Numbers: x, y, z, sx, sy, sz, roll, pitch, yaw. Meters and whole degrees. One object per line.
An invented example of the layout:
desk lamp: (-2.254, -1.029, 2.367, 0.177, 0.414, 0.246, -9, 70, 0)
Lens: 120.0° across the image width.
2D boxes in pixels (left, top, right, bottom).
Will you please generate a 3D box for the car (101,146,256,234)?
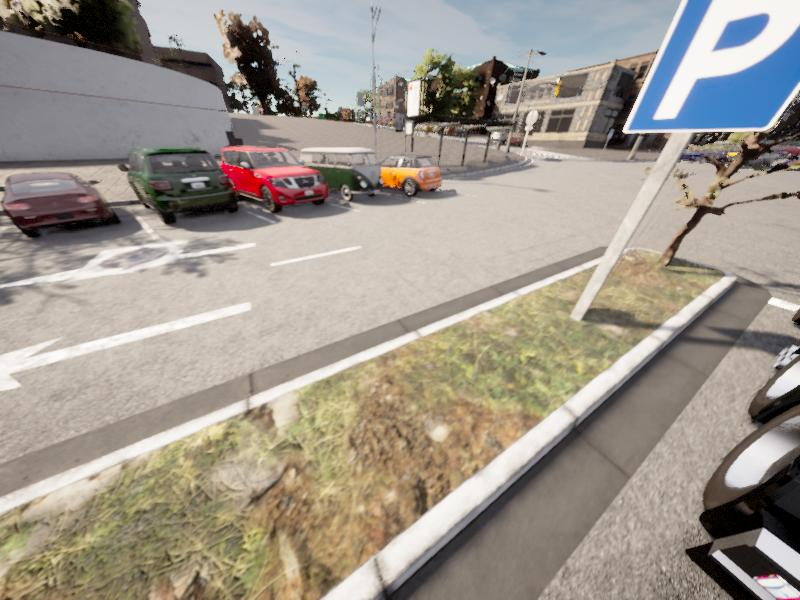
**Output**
car: (-7.997, -4.267, 8.295, 5.566, 2.045, 2.435, 25, 42, 32)

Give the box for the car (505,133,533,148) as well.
car: (17.273, -23.139, 33.520, 2.002, 1.452, 4.674, 30, 44, 28)

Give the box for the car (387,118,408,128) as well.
car: (-0.621, -43.895, 57.377, 1.946, 1.575, 5.366, 30, 44, 28)

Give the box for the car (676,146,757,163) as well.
car: (36.513, -17.061, 26.977, 1.946, 1.575, 5.366, -29, 43, -36)

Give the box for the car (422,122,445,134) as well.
car: (6.920, -35.306, 47.494, 1.946, 1.575, 5.366, 30, 44, 28)

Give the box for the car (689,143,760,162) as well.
car: (39.107, -17.960, 28.072, 2.185, 1.767, 4.553, -29, 43, -36)

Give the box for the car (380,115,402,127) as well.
car: (-2.261, -45.710, 59.056, 2.435, 2.045, 5.566, 30, 44, 27)

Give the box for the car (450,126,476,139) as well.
car: (11.284, -30.052, 41.421, 2.231, 1.521, 4.892, 31, 44, 28)

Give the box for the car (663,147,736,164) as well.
car: (33.606, -16.485, 26.210, 4.792, 1.488, 2.163, 29, 44, 36)

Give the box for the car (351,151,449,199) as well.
car: (-0.108, -6.670, 12.030, 4.553, 1.767, 2.185, 25, 42, 33)

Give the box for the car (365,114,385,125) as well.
car: (-6.882, -50.688, 65.005, 2.435, 2.045, 5.566, 26, 40, 31)

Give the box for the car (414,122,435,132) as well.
car: (5.304, -36.916, 49.388, 2.002, 1.452, 4.674, 31, 44, 28)

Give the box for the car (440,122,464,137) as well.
car: (9.744, -31.901, 43.191, 1.878, 1.987, 4.442, 31, 44, 28)

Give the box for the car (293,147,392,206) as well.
car: (-2.664, -5.889, 10.711, 4.442, 1.987, 1.878, 25, 41, 32)

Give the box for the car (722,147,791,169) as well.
car: (33.187, -13.264, 21.523, 4.902, 1.511, 2.128, -15, 37, -21)

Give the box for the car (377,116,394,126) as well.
car: (-3.827, -47.336, 61.112, 2.185, 1.767, 4.553, 29, 43, 27)

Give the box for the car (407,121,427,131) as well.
car: (3.790, -38.637, 51.368, 2.002, 1.452, 4.674, 30, 44, 28)

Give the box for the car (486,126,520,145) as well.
car: (15.812, -25.100, 35.339, 2.435, 2.045, 5.566, 31, 44, 28)

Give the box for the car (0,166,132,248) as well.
car: (-10.573, -3.162, 7.197, 4.674, 1.452, 2.002, 25, 42, 32)

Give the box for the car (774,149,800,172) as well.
car: (33.585, -11.455, 18.949, 4.193, 1.474, 1.816, -15, 38, -21)

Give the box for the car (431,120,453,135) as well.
car: (8.244, -33.626, 45.178, 1.878, 1.987, 4.442, 31, 44, 28)

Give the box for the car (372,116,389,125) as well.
car: (-5.328, -49.028, 63.119, 2.185, 1.767, 4.553, 28, 42, 28)

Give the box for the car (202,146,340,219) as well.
car: (-5.341, -5.099, 9.511, 5.566, 2.045, 2.435, 25, 41, 32)

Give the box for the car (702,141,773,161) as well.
car: (41.965, -18.688, 28.951, 1.878, 1.987, 4.442, -29, 43, -35)

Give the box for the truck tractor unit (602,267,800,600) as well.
truck tractor unit: (5.114, -0.297, 0.778, 6.516, 4.208, 3.053, -18, 39, -24)
